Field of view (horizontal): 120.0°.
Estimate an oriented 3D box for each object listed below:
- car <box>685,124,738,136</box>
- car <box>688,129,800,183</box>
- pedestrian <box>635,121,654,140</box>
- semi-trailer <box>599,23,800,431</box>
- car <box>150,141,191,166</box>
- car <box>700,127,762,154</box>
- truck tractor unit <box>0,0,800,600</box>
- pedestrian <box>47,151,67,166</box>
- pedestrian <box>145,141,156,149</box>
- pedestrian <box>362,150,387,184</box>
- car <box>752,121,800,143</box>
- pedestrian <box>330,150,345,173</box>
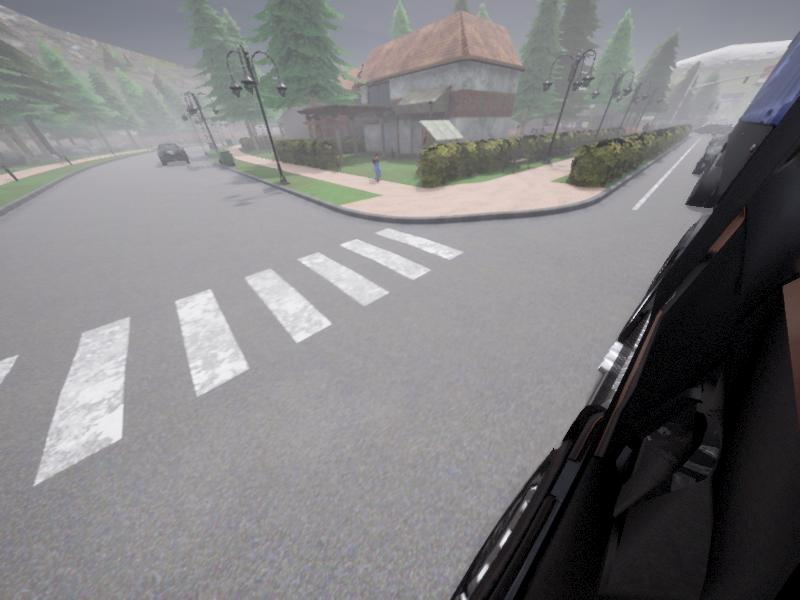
[{"bbox_3d":[50.529,-27.755,37.609,1.837,1.490,4.892,-4,37,-5],"label":"car"},{"bbox_3d":[15.524,-6.812,10.684,4.856,1.649,2.033,-30,45,-32],"label":"car"},{"bbox_3d":[29.429,-20.377,27.827,0.751,1.860,0.751,-27,44,-30],"label":"pedestrian"},{"bbox_3d":[8.612,-3.627,4.362,14.254,4.402,2.717,-29,44,-31],"label":"semi-trailer"},{"bbox_3d":[-22.389,-14.479,22.655,2.097,1.767,4.553,-27,43,-29],"label":"car"},{"bbox_3d":[25.698,-12.564,18.086,4.902,1.511,2.128,-30,45,-32],"label":"car"},{"bbox_3d":[2.645,-0.295,0.352,6.516,4.208,3.053,-28,44,-30],"label":"truck tractor unit"},{"bbox_3d":[-32.970,-13.607,22.212,0.500,1.100,0.500,-27,44,-30],"label":"pedestrian"},{"bbox_3d":[-48.186,-29.952,44.602,0.751,1.300,0.751,-11,38,-12],"label":"pedestrian"},{"bbox_3d":[-1.182,-6.332,10.973,0.751,1.300,0.751,28,46,34],"label":"pedestrian"},{"bbox_3d":[38.800,-17.261,23.715,4.611,1.667,2.242,-30,45,-32],"label":"car"},{"bbox_3d":[-3.775,-8.315,13.891,0.500,1.100,0.500,-30,45,-33],"label":"pedestrian"}]
